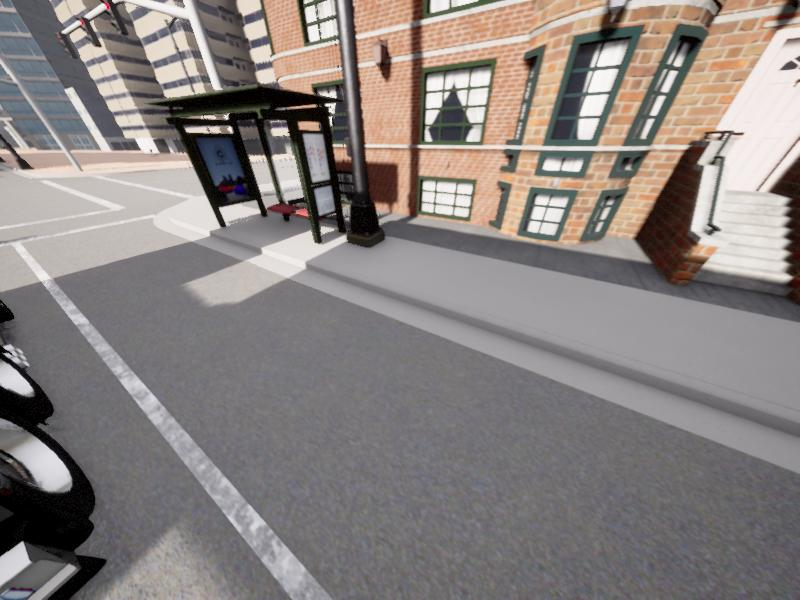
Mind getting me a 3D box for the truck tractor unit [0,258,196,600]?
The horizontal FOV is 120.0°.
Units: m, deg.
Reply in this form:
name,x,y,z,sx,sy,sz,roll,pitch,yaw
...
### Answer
name,x,y,z,sx,sy,sz,roll,pitch,yaw
truck tractor unit,-5.101,-0.311,0.791,6.516,4.208,3.053,19,39,25
